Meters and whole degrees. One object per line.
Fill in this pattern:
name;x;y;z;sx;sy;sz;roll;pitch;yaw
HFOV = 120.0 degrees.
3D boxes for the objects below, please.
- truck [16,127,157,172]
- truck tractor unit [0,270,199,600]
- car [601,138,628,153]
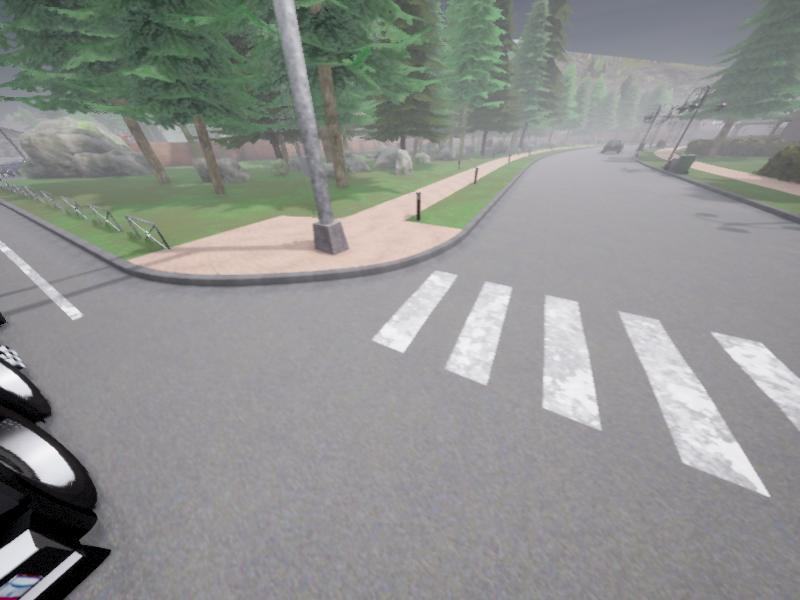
truck;-35.225;-17.523;26.751;2.891;3.827;8.468;17;39;23
truck tractor unit;-5.135;-0.274;0.763;6.516;4.208;3.053;18;39;24
car;32.470;-23.385;34.980;2.097;1.767;4.553;27;44;34
